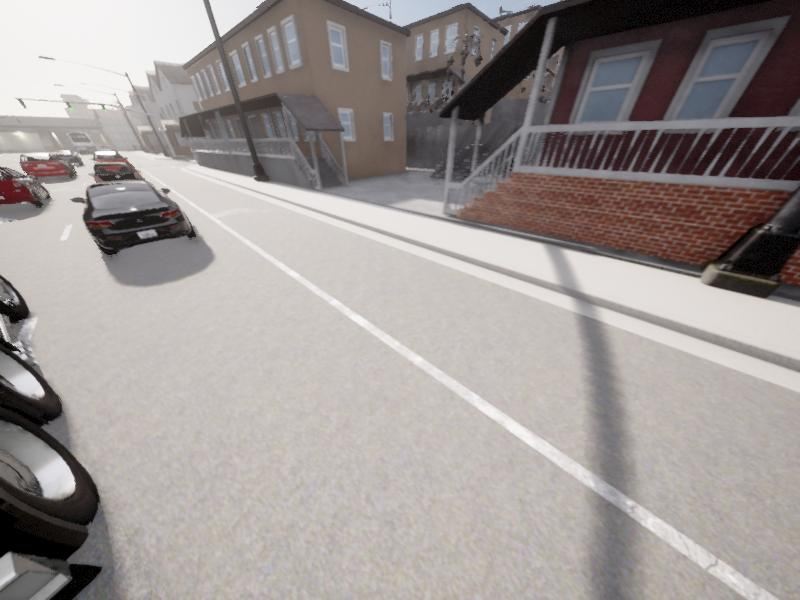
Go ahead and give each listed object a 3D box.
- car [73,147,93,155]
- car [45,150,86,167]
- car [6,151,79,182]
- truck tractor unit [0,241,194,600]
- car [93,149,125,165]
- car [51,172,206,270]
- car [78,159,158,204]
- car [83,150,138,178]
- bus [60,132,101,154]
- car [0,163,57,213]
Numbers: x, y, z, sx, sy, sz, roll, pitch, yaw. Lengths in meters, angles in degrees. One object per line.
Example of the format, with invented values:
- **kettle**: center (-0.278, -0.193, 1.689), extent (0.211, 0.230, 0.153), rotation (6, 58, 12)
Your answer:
- **car**: center (-71.459, -33.695, 52.162), extent (5.357, 1.411, 2.033), rotation (28, 44, 34)
- **car**: center (-40.184, -17.158, 27.890), extent (4.902, 1.511, 2.128), rotation (28, 44, 34)
- **car**: center (-27.568, -10.536, 18.061), extent (4.611, 1.667, 2.242), rotation (28, 44, 34)
- **truck tractor unit**: center (-5.087, -0.321, 0.832), extent (6.516, 4.208, 3.053), rotation (20, 41, 26)
- **car**: center (-37.787, -18.628, 29.977), extent (4.514, 1.525, 2.007), rotation (28, 43, 34)
- **car**: center (-7.492, -2.539, 6.511), extent (4.674, 1.442, 1.812), rotation (28, 44, 34)
- **car**: center (-14.085, -6.068, 11.599), extent (3.633, 1.501, 1.845), rotation (28, 44, 34)
- **car**: center (-24.523, -11.659, 19.647), extent (4.611, 1.667, 2.242), rotation (28, 44, 34)
- **bus**: center (-79.795, -39.190, 57.674), extent (10.273, 4.253, 3.944), rotation (24, 41, 30)
- **car**: center (-16.952, -4.853, 9.877), extent (3.633, 1.501, 1.845), rotation (28, 44, 34)
